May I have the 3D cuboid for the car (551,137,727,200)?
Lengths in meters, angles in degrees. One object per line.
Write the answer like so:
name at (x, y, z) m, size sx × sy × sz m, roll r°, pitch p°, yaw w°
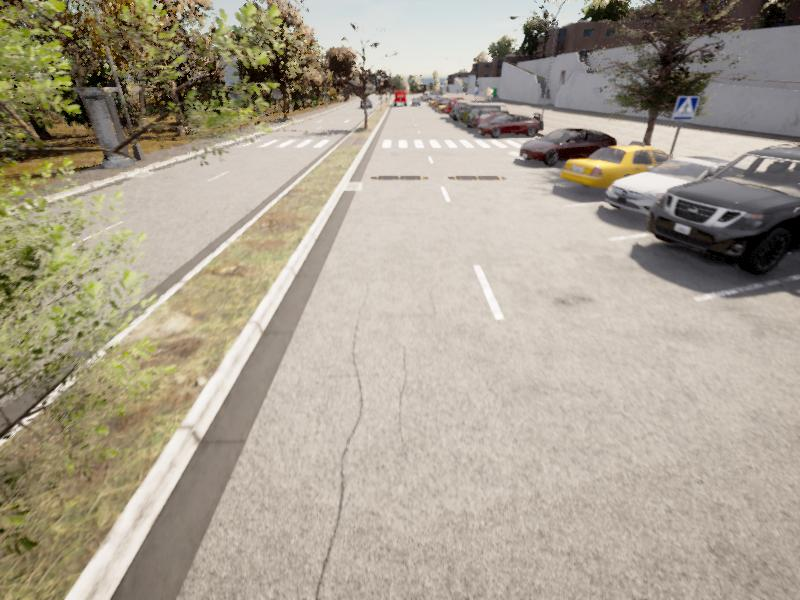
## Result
car at (8.258, -4.688, 13.934) m, size 5.366 × 1.575 × 1.946 m, roll -9°, pitch 29°, yaw -18°

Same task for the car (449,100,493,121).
car at (8.019, -21.577, 45.520) m, size 4.442 × 1.987 × 1.878 m, roll -9°, pitch 30°, yaw -18°

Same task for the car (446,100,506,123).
car at (8.100, -20.222, 42.896) m, size 5.566 × 2.045 × 2.435 m, roll -9°, pitch 30°, yaw -18°

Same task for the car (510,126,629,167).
car at (8.067, -7.420, 19.190) m, size 4.792 × 1.488 × 2.163 m, roll -9°, pitch 30°, yaw -18°

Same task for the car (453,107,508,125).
car at (8.112, -18.615, 40.387) m, size 4.892 × 1.521 × 2.231 m, roll -9°, pitch 29°, yaw -18°

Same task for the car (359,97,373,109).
car at (-5.726, -33.688, 68.485) m, size 2.033 × 1.649 × 4.856 m, roll 0°, pitch 28°, yaw 0°

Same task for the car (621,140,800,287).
car at (8.058, -2.083, 8.421) m, size 5.566 × 2.045 × 2.435 m, roll -9°, pitch 29°, yaw -18°

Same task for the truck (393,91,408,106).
truck at (0.093, -38.984, 77.361) m, size 2.627 × 2.467 × 5.204 m, roll 0°, pitch 29°, yaw 0°

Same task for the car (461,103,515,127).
car at (8.227, -17.445, 37.681) m, size 4.442 × 1.987 × 1.878 m, roll -9°, pitch 29°, yaw -18°

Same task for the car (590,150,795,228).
car at (8.088, -3.226, 11.231) m, size 4.674 × 1.452 × 2.002 m, roll -9°, pitch 29°, yaw -18°

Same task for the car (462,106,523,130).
car at (8.084, -15.944, 35.041) m, size 4.553 × 1.767 × 2.185 m, roll -9°, pitch 29°, yaw -18°

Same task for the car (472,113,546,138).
car at (8.080, -13.015, 29.813) m, size 4.792 × 1.488 × 2.163 m, roll -9°, pitch 30°, yaw -18°

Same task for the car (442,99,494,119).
car at (8.157, -23.017, 48.201) m, size 5.566 × 2.045 × 2.435 m, roll -9°, pitch 29°, yaw -18°

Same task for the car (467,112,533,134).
car at (8.104, -14.412, 32.489) m, size 4.674 × 1.452 × 2.002 m, roll -9°, pitch 29°, yaw -18°

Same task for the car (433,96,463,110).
car at (8.044, -32.809, 66.583) m, size 4.442 × 1.987 × 1.878 m, roll -9°, pitch 30°, yaw -18°
